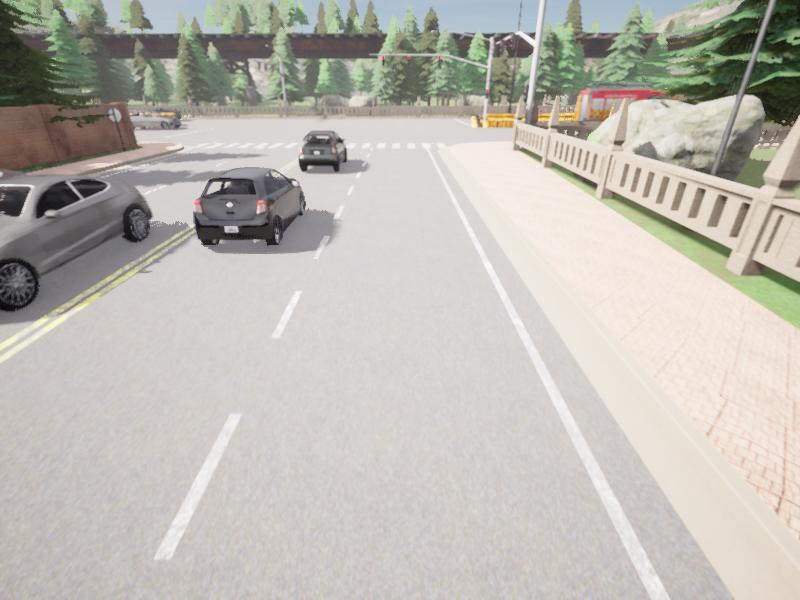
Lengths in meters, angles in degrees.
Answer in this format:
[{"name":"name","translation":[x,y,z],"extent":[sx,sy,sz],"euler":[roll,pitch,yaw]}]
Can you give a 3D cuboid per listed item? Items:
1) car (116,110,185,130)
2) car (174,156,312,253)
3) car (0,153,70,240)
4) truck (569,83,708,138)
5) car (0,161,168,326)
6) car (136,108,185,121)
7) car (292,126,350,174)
[{"name":"car","translation":[-24.044,-17.377,38.681],"extent":[5.027,1.651,2.152],"euler":[0,27,0]},{"name":"car","translation":[-3.498,-2.486,9.787],"extent":[1.845,1.501,3.633],"euler":[0,27,0]},{"name":"car","translation":[-10.497,-2.029,8.800],"extent":[2.152,1.651,5.027],"euler":[0,27,0]},{"name":"truck","translation":[18.617,-15.072,31.800],"extent":[8.468,3.827,2.891],"euler":[0,27,0]},{"name":"car","translation":[-6.996,-1.415,7.606],"extent":[2.152,1.651,5.027],"euler":[0,27,0]},{"name":"car","translation":[-30.596,-23.728,51.185],"extent":[4.892,1.490,1.837],"euler":[0,27,0]},{"name":"car","translation":[-3.503,-7.037,18.572],"extent":[1.851,1.617,3.988],"euler":[0,27,0]}]
